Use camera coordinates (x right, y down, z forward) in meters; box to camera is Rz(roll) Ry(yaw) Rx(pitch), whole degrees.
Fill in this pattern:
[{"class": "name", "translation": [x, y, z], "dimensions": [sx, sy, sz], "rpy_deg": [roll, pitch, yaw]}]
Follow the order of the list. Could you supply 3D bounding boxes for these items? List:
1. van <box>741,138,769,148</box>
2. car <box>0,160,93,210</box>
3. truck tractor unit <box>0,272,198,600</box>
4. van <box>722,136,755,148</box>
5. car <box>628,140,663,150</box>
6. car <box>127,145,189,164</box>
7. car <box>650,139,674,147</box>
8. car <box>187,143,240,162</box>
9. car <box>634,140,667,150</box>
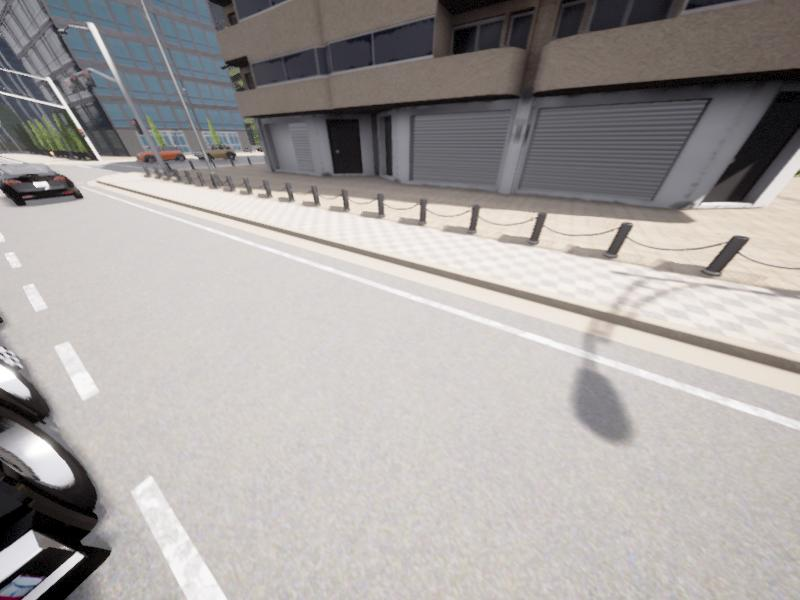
[{"class": "van", "translation": [90.169, -39.959, 58.768], "dimensions": [2.069, 2.038, 4.480], "rpy_deg": [20, 40, 26]}, {"class": "car", "translation": [-17.154, -5.531, 10.801], "dimensions": [4.792, 1.488, 2.163], "rpy_deg": [19, 39, 26]}, {"class": "truck tractor unit", "translation": [-5.126, -0.286, 0.758], "dimensions": [6.516, 4.208, 3.053], "rpy_deg": [18, 39, 23]}, {"class": "van", "translation": [86.362, -40.432, 59.129], "dimensions": [2.351, 2.431, 6.366], "rpy_deg": [20, 40, 26]}, {"class": "car", "translation": [53.440, -33.840, 50.455], "dimensions": [4.605, 1.855, 1.932], "rpy_deg": [19, 39, 26]}, {"class": "car", "translation": [-29.580, -17.973, 28.405], "dimensions": [2.097, 1.767, 4.553], "rpy_deg": [20, 40, 26]}, {"class": "car", "translation": [74.692, -45.012, 66.033], "dimensions": [3.866, 1.878, 1.905], "rpy_deg": [19, 39, 26]}, {"class": "car", "translation": [-24.104, -19.248, 30.112], "dimensions": [1.932, 1.855, 4.605], "rpy_deg": [19, 39, 26]}, {"class": "car", "translation": [56.527, -35.118, 52.263], "dimensions": [4.605, 1.855, 1.932], "rpy_deg": [19, 39, 26]}]
